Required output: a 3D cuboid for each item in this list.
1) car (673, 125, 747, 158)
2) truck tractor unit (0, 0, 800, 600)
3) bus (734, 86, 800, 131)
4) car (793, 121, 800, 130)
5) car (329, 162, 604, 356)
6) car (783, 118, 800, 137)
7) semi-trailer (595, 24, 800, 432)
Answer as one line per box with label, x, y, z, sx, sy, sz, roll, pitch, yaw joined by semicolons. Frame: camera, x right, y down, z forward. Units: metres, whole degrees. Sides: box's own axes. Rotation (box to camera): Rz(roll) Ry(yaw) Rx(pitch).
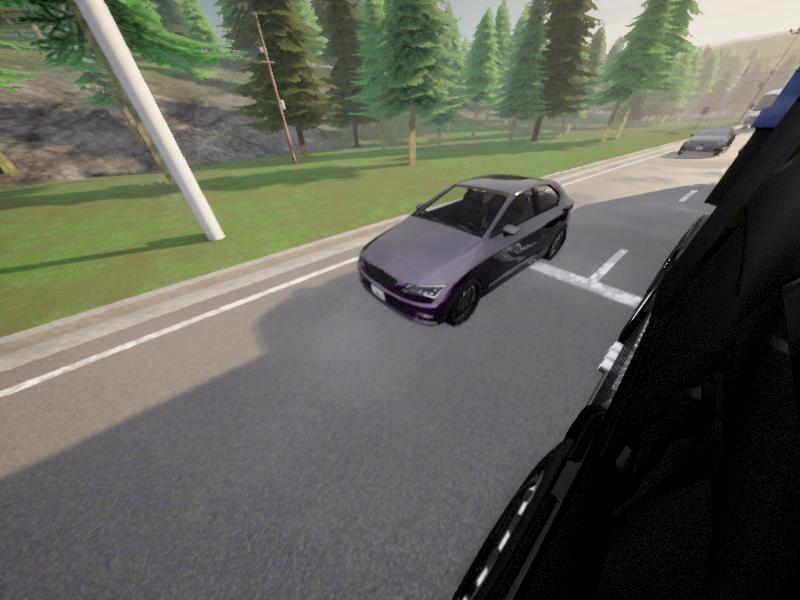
car;19.901;-10.226;14.812;4.674;1.442;1.812;-25;42;-27
truck tractor unit;2.645;-0.295;0.351;6.516;4.208;3.053;-28;44;-30
bus;51.438;-25.965;31.473;10.273;4.253;3.944;-23;41;-25
car;52.211;-22.719;29.077;3.866;1.878;1.905;-23;42;-25
car;1.300;-1.180;3.896;4.193;1.474;1.816;-28;44;-30
car;40.047;-17.025;22.685;4.181;1.385;1.994;-25;42;-27
semi-trailer;8.839;-3.507;4.081;14.254;4.402;2.717;-26;43;-28
